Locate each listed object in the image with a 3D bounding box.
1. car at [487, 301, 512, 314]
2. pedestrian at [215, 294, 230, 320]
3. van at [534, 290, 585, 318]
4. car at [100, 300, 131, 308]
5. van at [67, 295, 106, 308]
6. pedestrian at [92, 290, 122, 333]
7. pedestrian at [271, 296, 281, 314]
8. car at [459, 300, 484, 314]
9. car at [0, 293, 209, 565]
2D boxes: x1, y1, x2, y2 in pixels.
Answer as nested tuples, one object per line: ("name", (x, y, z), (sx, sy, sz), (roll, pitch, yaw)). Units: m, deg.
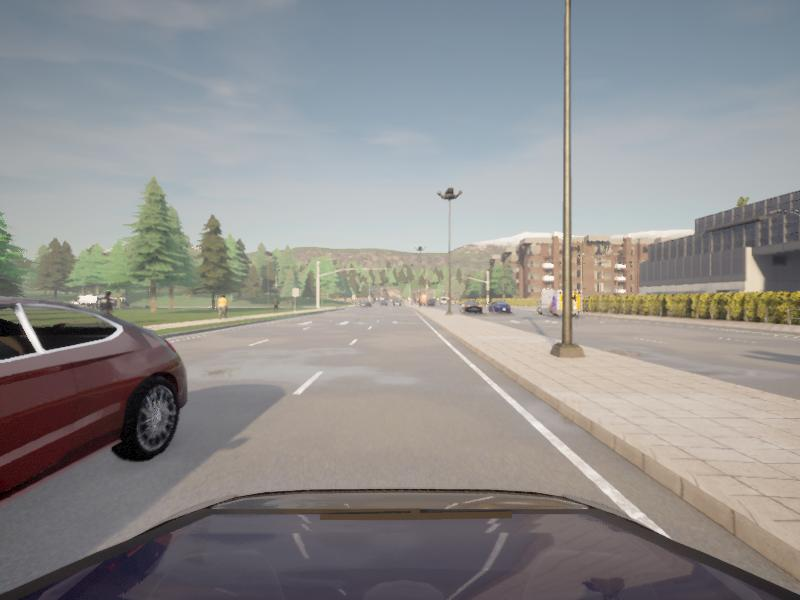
("car", (11.699, 0.861, 47.118), (1.812, 1.442, 4.674), (0, 0, 0))
("pedestrian", (-12.749, 0.480, 28.802), (0.751, 1.860, 0.751), (0, 0, 2))
("van", (15.148, 0.371, 38.474), (2.351, 2.431, 6.366), (0, 0, 0))
("car", (-59.807, 0.756, 84.133), (5.238, 1.638, 1.930), (0, 0, 1))
("van", (-60.428, 0.286, 77.147), (5.915, 2.561, 1.988), (0, 0, 1))
("pedestrian", (-12.856, 0.482, 17.582), (0.751, 1.860, 0.751), (0, 0, 1))
("pedestrian", (-12.619, 0.477, 40.777), (0.751, 1.860, 0.751), (0, 0, 2))
("car", (8.198, 0.816, 46.538), (2.038, 1.542, 4.974), (0, 0, 0))
("car", (-3.499, 0.780, 2.561), (2.152, 1.651, 5.027), (0, 0, 0))
